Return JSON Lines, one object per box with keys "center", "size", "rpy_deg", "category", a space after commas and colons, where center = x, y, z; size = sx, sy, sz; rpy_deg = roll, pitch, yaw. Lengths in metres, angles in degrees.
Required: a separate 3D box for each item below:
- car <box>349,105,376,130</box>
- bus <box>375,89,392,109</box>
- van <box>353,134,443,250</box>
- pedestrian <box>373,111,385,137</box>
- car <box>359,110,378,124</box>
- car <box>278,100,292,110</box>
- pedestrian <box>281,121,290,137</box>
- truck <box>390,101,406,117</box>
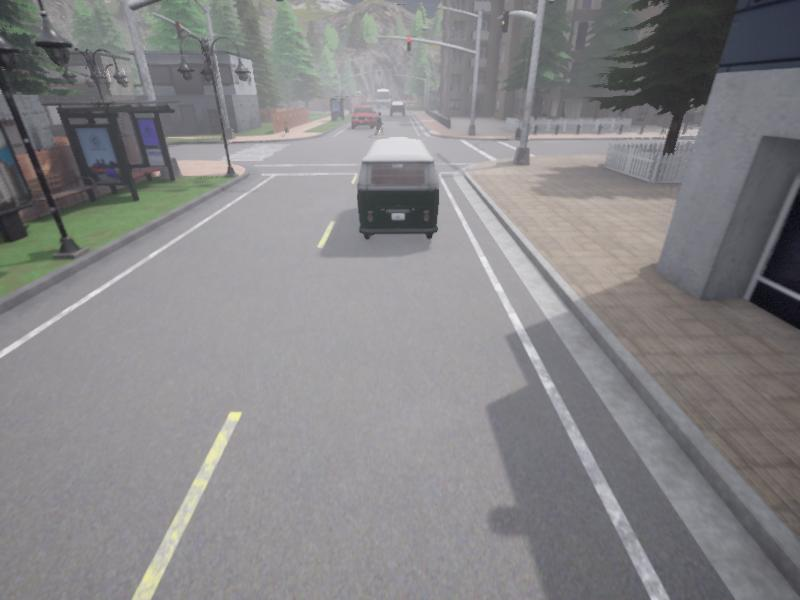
{"center": [-3.740, -18.740, 40.939], "size": [2.150, 2.045, 5.566], "rpy_deg": [0, 27, 0], "category": "car"}
{"center": [-3.988, -50.012, 99.456], "size": [3.944, 4.253, 10.273], "rpy_deg": [0, 27, 0], "category": "bus"}
{"center": [-0.052, -2.989, 10.282], "size": [1.775, 1.987, 4.442], "rpy_deg": [0, 27, 0], "category": "van"}
{"center": [-1.615, -13.881, 31.604], "size": [0.751, 1.860, 0.751], "rpy_deg": [4, 27, 8], "category": "pedestrian"}
{"center": [-3.783, -22.089, 48.208], "size": [1.994, 1.385, 4.181], "rpy_deg": [0, 27, 0], "category": "car"}
{"center": [-25.556, -43.338, 88.936], "size": [1.932, 1.855, 4.605], "rpy_deg": [-1, 27, -1], "category": "car"}
{"center": [-8.851, -13.252, 30.950], "size": [0.500, 1.100, 0.500], "rpy_deg": [-3, 27, -6], "category": "pedestrian"}
{"center": [-0.377, -30.057, 62.900], "size": [2.390, 2.098, 6.274], "rpy_deg": [0, 27, 0], "category": "truck"}
